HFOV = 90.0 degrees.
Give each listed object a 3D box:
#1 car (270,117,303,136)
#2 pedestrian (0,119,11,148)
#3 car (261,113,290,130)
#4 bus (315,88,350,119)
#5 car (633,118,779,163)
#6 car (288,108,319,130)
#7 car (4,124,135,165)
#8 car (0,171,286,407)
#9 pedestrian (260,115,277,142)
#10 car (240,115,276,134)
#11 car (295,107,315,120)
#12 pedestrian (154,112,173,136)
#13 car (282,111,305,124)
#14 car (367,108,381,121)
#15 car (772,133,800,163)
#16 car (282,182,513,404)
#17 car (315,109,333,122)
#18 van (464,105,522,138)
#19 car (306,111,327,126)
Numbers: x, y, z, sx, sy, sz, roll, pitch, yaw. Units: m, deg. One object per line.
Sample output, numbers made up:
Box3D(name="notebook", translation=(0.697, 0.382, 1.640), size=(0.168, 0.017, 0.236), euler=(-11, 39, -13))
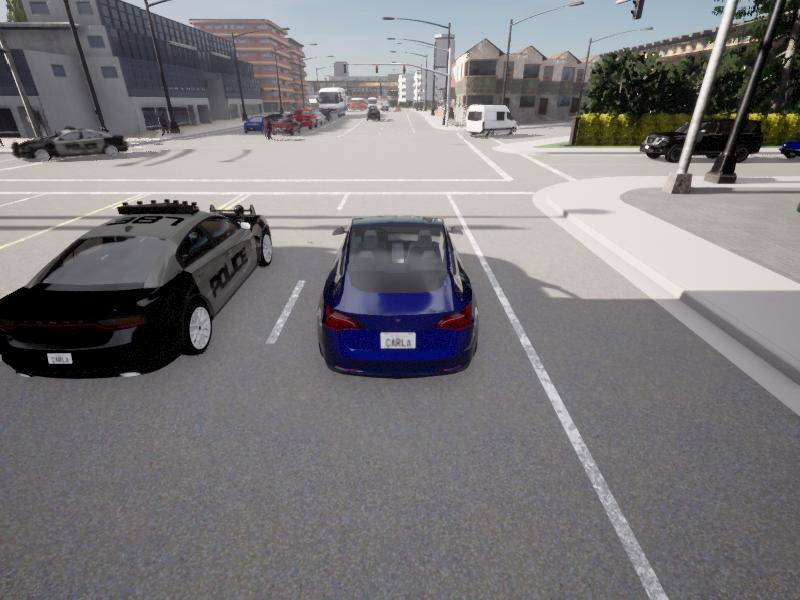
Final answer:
Box3D(name="car", translation=(-10.727, -16.535, 38.052), size=(1.812, 1.442, 4.674), euler=(0, 27, 0))
Box3D(name="pedestrian", translation=(-25.874, -10.692, 25.505), size=(0.751, 1.860, 0.751), euler=(6, 27, 12))
Box3D(name="car", translation=(-14.305, -20.702, 46.284), size=(1.837, 1.490, 4.892), euler=(0, 27, 0))
Box3D(name="bus", translation=(-10.818, -32.433, 65.680), size=(3.944, 4.253, 10.273), euler=(0, 28, 0))
Box3D(name="car", translation=(15.942, -8.466, 21.182), size=(5.566, 2.045, 2.150), euler=(0, 26, 0))
Box3D(name="car", translation=(-10.794, -20.501, 45.272), size=(2.150, 2.045, 5.566), euler=(0, 27, 0))
Box3D(name="car", translation=(-18.166, -8.754, 22.248), size=(5.238, 1.638, 1.930), euler=(-22, 35, -37))
Box3D(name="car", translation=(-3.525, -0.752, 6.335), size=(1.930, 1.638, 5.238), euler=(0, 27, 0))
Box3D(name="pedestrian", translation=(-10.359, -13.509, 31.502), size=(0.751, 1.860, 0.751), euler=(20, 33, 35))
Box3D(name="car", translation=(-14.271, -17.805, 40.483), size=(1.882, 1.535, 5.008), euler=(0, 27, 0))
Box3D(name="car", translation=(-14.404, -28.485, 61.139), size=(1.882, 1.535, 5.008), euler=(0, 28, 0))
Box3D(name="pedestrian", translation=(-20.658, -15.421, 35.025), size=(0.751, 1.860, 0.751), euler=(3, 27, 6))
Box3D(name="car", translation=(-14.352, -24.635, 54.023), size=(1.994, 1.385, 4.181), euler=(0, 28, 0))
Box3D(name="car", translation=(-3.898, -27.996, 60.221), size=(1.882, 1.535, 5.008), euler=(0, 28, 0))
Box3D(name="car", translation=(23.274, -8.123, 21.336), size=(4.718, 1.301, 1.895), euler=(0, 26, 0))
Box3D(name="car", translation=(-0.033, -0.602, 6.211), size=(2.163, 1.488, 4.792), euler=(0, 27, 0))
Box3D(name="car", translation=(-10.877, -26.558, 57.570), size=(1.816, 1.474, 4.193), euler=(0, 28, 0))
Box3D(name="van", translation=(8.594, -16.533, 36.882), size=(5.915, 2.561, 1.988), euler=(-23, 35, -39))
Box3D(name="car", translation=(-10.840, -23.679, 52.104), size=(1.812, 1.442, 4.674), euler=(0, 27, 0))
